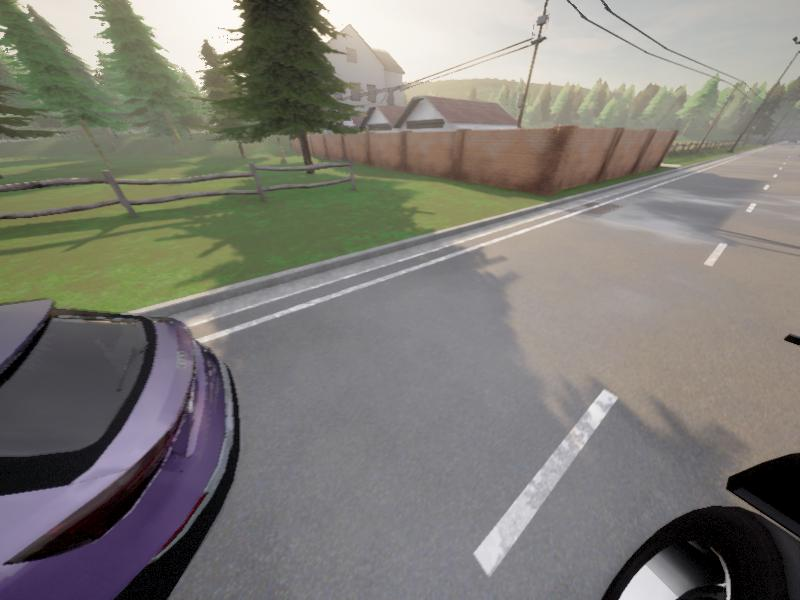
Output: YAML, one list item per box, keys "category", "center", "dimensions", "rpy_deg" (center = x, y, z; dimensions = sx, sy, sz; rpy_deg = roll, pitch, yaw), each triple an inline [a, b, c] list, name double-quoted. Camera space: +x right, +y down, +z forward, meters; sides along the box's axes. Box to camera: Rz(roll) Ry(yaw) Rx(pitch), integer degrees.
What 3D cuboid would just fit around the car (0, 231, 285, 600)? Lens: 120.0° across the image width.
- category: "car"
  center: [-3.320, 1.371, 0.577]
  dimensions: [4.856, 1.649, 2.033]
  rpy_deg: [-22, 41, -28]
